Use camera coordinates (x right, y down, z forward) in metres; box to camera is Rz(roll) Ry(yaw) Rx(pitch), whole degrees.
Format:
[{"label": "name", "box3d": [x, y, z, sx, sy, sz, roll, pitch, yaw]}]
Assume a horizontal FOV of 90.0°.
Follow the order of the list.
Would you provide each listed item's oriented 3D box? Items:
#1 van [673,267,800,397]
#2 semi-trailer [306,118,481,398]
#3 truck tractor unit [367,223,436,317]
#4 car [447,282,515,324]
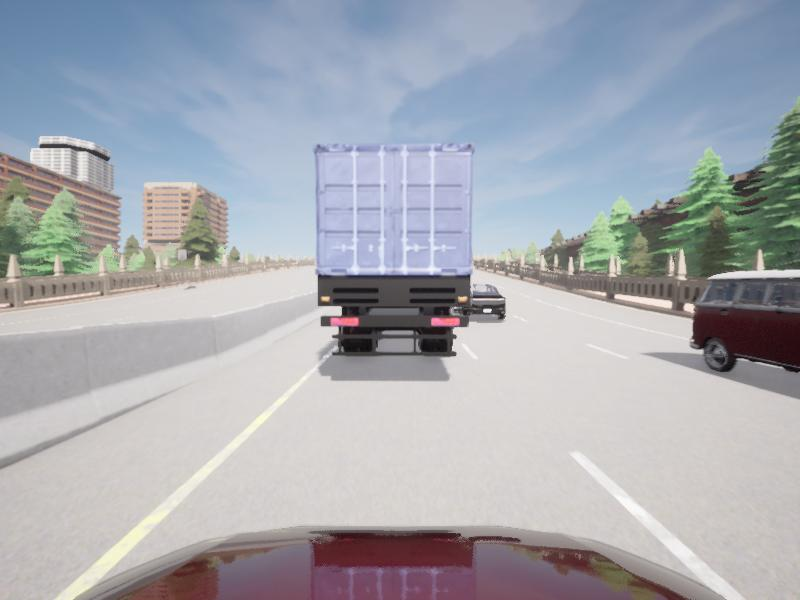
[{"label": "van", "box3d": [7.007, 0.470, 6.706, 1.775, 1.987, 4.442, 0, 2, 0]}, {"label": "semi-trailer", "box3d": [-0.011, -1.124, 13.453, 2.717, 4.402, 14.254, 0, 4, 1]}, {"label": "truck tractor unit", "box3d": [0.078, -1.640, 21.331, 3.053, 4.208, 6.516, 0, 5, 0]}, {"label": "car", "box3d": [3.554, -0.004, 18.587, 2.128, 1.511, 4.902, 0, 5, 0]}]
